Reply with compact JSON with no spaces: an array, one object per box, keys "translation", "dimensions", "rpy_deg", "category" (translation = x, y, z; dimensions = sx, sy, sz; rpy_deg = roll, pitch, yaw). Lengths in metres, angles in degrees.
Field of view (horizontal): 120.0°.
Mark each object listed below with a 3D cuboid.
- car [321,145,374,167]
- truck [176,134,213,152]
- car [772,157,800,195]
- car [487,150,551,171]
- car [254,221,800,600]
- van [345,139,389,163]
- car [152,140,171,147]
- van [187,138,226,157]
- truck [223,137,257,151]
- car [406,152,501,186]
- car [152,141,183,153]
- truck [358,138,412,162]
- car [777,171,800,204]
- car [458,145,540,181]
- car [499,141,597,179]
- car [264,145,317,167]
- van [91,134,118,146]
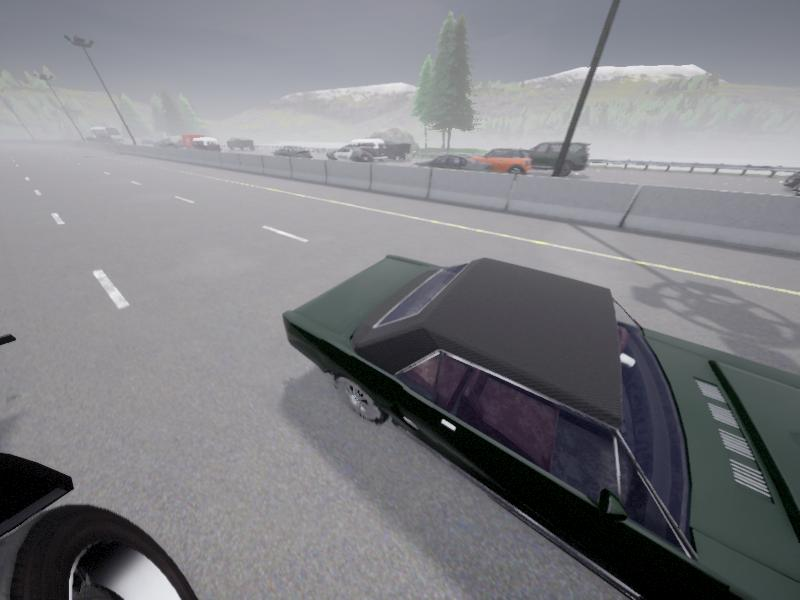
[{"translation":[-5.208,-14.368,22.917],"dimensions":[4.974,1.542,2.038],"rpy_deg":[22,41,28],"category":"car"},{"translation":[-35.484,-27.075,39.868],"dimensions":[5.204,2.467,2.627],"rpy_deg":[22,41,28],"category":"truck"},{"translation":[22.195,-5.672,10.819],"dimensions":[4.514,1.525,2.007],"rpy_deg":[22,41,28],"category":"car"},{"translation":[10.693,-12.721,20.920],"dimensions":[4.718,1.301,1.895],"rpy_deg":[22,41,28],"category":"car"},{"translation":[1.235,0.656,1.864],"dimensions":[4.718,1.301,1.895],"rpy_deg":[22,41,28],"category":"car"},{"translation":[-3.592,-16.379,25.340],"dimensions":[4.480,2.038,2.069],"rpy_deg":[22,41,28],"category":"van"},{"translation":[-59.012,-38.637,57.076],"dimensions":[4.718,1.301,1.895],"rpy_deg":[22,41,28],"category":"car"},{"translation":[-26.062,-20.606,31.144],"dimensions":[4.480,2.038,2.069],"rpy_deg":[22,41,28],"category":"van"},{"translation":[-30.556,-29.840,44.153],"dimensions":[6.274,2.098,2.390],"rpy_deg":[22,41,28],"category":"truck"},{"translation":[3.199,-8.429,14.683],"dimensions":[5.357,1.411,2.033],"rpy_deg":[22,41,28],"category":"car"},{"translation":[-38.889,-25.599,38.593],"dimensions":[4.902,1.511,2.128],"rpy_deg":[22,41,28],"category":"car"},{"translation":[-1.851,-18.155,27.825],"dimensions":[6.274,2.098,2.390],"rpy_deg":[22,41,28],"category":"truck"},{"translation":[19.633,-4.293,8.758],"dimensions":[5.027,1.651,2.152],"rpy_deg":[22,41,28],"category":"car"},{"translation":[6.719,-9.620,16.055],"dimensions":[4.553,1.767,2.097],"rpy_deg":[22,41,28],"category":"car"},{"translation":[10.781,-10.531,17.167],"dimensions":[5.566,2.045,2.150],"rpy_deg":[22,41,28],"category":"car"},{"translation":[-10.687,-14.129,22.546],"dimensions":[4.902,1.511,2.128],"rpy_deg":[22,41,28],"category":"car"},{"translation":[-74.837,-40.515,58.498],"dimensions":[5.915,2.561,1.988],"rpy_deg":[19,39,25],"category":"van"}]
